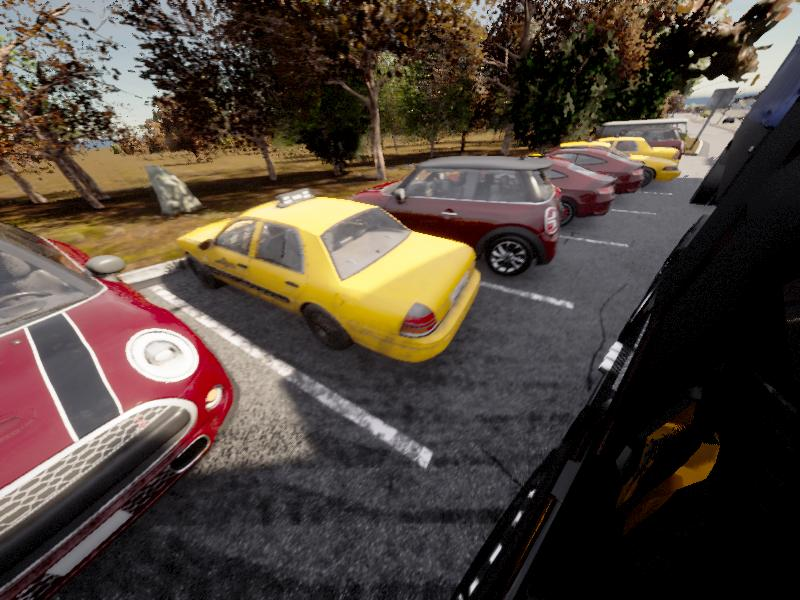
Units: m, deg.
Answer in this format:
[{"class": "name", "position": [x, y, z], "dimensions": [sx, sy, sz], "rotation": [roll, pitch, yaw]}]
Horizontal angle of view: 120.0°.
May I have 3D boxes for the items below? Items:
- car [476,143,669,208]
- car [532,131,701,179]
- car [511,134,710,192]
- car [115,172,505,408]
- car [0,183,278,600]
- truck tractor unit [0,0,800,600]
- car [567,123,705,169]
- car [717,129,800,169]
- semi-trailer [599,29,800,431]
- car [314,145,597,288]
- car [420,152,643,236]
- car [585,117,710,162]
[{"class": "car", "position": [5.339, -4.402, 7.967], "dimensions": [4.674, 1.452, 2.002], "rotation": [17, 41, 25]}, {"class": "car", "position": [9.624, -6.954, 11.047], "dimensions": [5.366, 1.575, 1.946], "rotation": [16, 41, 24]}, {"class": "car", "position": [7.731, -5.624, 9.379], "dimensions": [5.366, 1.575, 1.946], "rotation": [16, 40, 24]}, {"class": "car", "position": [-1.587, -0.840, 3.558], "dimensions": [5.366, 1.575, 1.946], "rotation": [17, 41, 25]}, {"class": "car", "position": [-3.732, 0.299, 1.960], "dimensions": [4.553, 1.767, 2.185], "rotation": [18, 41, 26]}, {"class": "truck tractor unit", "position": [2.645, -0.295, 0.351], "dimensions": [6.516, 4.208, 3.053], "rotation": [-28, 44, -30]}, {"class": "car", "position": [12.019, -8.242, 12.413], "dimensions": [4.553, 1.767, 2.185], "rotation": [16, 41, 24]}, {"class": "car", "position": [18.394, -7.877, 11.904], "dimensions": [4.181, 1.385, 1.994], "rotation": [-30, 45, -32]}, {"class": "semi-trailer", "position": [8.630, -3.644, 4.301], "dimensions": [14.254, 4.402, 2.717], "rotation": [-29, 44, -31]}, {"class": "car", "position": [0.861, -2.088, 4.870], "dimensions": [4.553, 1.767, 2.185], "rotation": [17, 41, 25]}, {"class": "car", "position": [3.098, -3.178, 6.467], "dimensions": [4.674, 1.452, 2.002], "rotation": [17, 41, 25]}, {"class": "car", "position": [14.286, -9.558, 13.865], "dimensions": [4.442, 1.987, 1.878], "rotation": [16, 40, 24]}]
